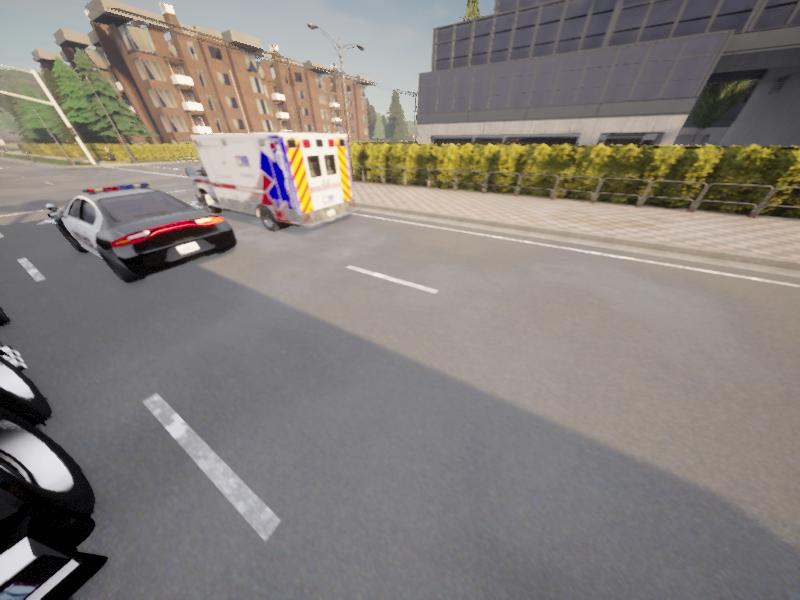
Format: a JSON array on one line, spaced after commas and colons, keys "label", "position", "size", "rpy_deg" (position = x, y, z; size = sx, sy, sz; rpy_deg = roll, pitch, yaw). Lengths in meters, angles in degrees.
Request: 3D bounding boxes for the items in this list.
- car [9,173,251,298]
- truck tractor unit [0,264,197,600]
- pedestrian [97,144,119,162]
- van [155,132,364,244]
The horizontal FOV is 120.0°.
[{"label": "car", "position": [-6.262, -1.866, 5.416], "size": [4.974, 1.542, 2.038], "rpy_deg": [18, 39, 24]}, {"label": "truck tractor unit", "position": [-5.113, -0.297, 0.786], "size": [6.516, 4.208, 3.053], "rpy_deg": [18, 39, 24]}, {"label": "pedestrian", "position": [-35.727, -17.997, 28.302], "size": [0.751, 1.860, 0.751], "rpy_deg": [-19, 39, -24]}, {"label": "van", "position": [-4.566, -3.991, 7.668], "size": [6.366, 2.431, 2.351], "rpy_deg": [18, 39, 24]}]
